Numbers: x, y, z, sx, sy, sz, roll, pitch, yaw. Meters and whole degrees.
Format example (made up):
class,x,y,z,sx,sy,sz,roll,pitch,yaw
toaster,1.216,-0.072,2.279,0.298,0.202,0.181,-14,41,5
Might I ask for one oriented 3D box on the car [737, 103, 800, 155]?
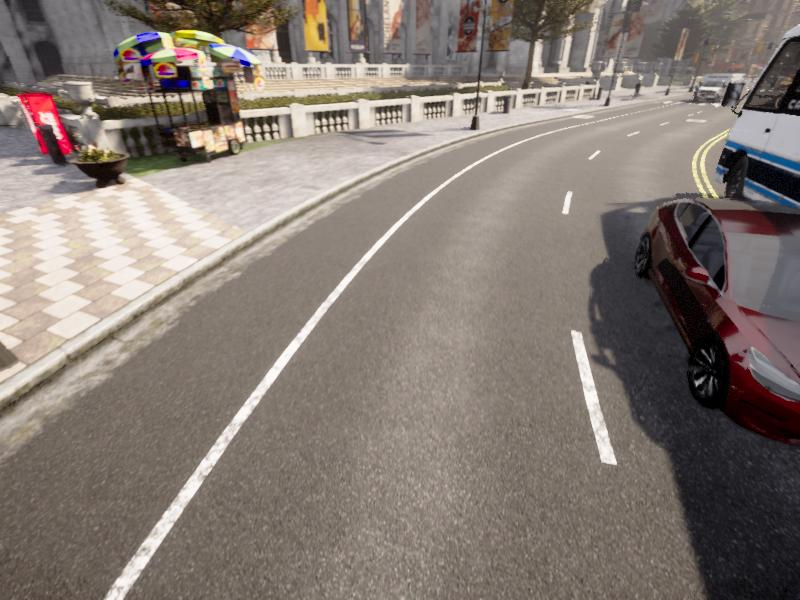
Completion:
class,x,y,z,sx,sy,sz,roll,pitch,yaw
car,16.722,-7.715,17.808,2.007,1.525,4.514,23,37,33

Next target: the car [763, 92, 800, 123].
class,x,y,z,sx,sy,sz,roll,pitch,yaw
car,26.109,-12.876,26.679,2.007,1.525,4.514,25,39,36

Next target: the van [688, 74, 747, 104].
class,x,y,z,sx,sy,sz,roll,pitch,yaw
van,31.692,-21.120,39.930,6.366,2.431,2.351,-22,37,-33

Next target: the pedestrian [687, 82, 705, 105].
class,x,y,z,sx,sy,sz,roll,pitch,yaw
pedestrian,27.696,-19.375,37.444,0.751,1.860,0.751,24,38,35

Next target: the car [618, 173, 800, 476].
class,x,y,z,sx,sy,sz,roll,pitch,yaw
car,4.494,-0.225,4.984,2.163,1.488,4.792,9,31,14

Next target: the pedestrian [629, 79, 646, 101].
class,x,y,z,sx,sy,sz,roll,pitch,yaw
pedestrian,23.551,-20.845,39.652,0.751,1.860,0.751,-21,37,-32

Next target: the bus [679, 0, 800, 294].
class,x,y,z,sx,sy,sz,roll,pitch,yaw
bus,8.465,-2.318,5.808,3.944,4.253,10.273,9,30,15
